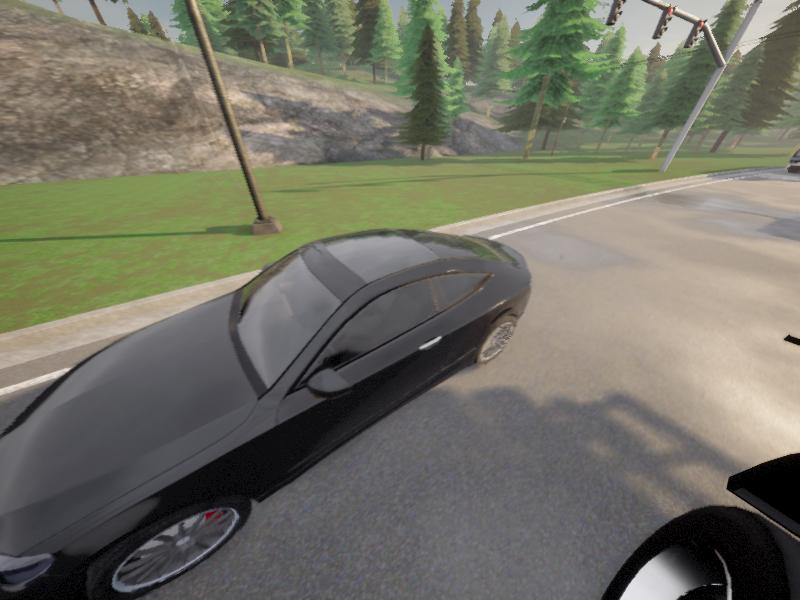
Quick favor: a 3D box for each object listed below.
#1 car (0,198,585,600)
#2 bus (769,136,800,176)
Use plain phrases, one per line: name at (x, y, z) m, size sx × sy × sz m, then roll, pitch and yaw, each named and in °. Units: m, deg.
car at (-0.464, 0.162, 2.410) m, size 4.674 × 1.442 × 1.812 m, roll -22°, pitch 40°, yaw -27°
bus at (31.935, -10.841, 15.321) m, size 10.273 × 4.253 × 3.944 m, roll -13°, pitch 37°, yaw -17°
